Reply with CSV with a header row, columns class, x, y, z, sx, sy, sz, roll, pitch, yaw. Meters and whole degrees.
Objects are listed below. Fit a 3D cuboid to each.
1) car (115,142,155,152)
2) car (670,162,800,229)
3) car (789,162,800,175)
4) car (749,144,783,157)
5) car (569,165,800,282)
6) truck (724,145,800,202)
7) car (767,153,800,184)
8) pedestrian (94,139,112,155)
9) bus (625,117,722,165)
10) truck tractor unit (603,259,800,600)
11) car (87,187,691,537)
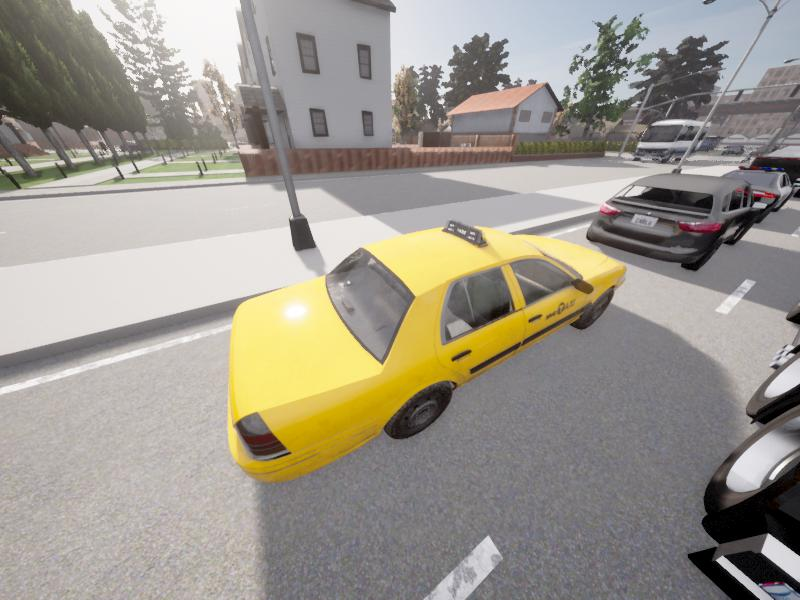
class,x,y,z,sx,sy,sz,roll,pitch,yaw
car,-52.521,-30.423,45.821,4.856,1.649,2.033,-2,35,-3
car,12.931,-4.108,8.641,4.974,1.542,2.038,-18,39,-24
car,35.020,-11.227,19.221,4.718,1.301,1.895,-18,39,-24
car,64.113,-26.214,40.502,4.553,1.767,2.097,-18,39,-24
car,7.036,-2.239,5.795,4.611,1.667,2.242,-18,39,-25
truck,20.511,-6.816,12.086,6.274,2.098,2.390,-18,39,-24
car,28.126,-9.071,15.870,4.974,1.542,2.038,-18,39,-24
pedestrian,-42.534,-21.923,33.109,0.751,1.860,0.751,-24,42,-31
bus,33.687,-19.515,28.517,10.273,4.253,3.944,-18,39,-24
truck tractor unit,5.103,-0.307,0.798,6.516,4.208,3.053,-19,39,-25
car,0.908,-0.201,2.906,5.366,1.575,1.801,-18,39,-24
